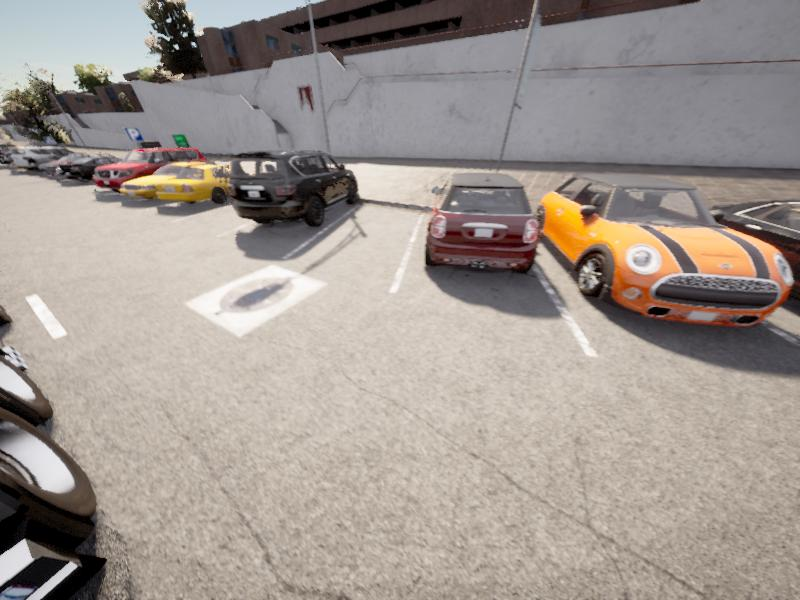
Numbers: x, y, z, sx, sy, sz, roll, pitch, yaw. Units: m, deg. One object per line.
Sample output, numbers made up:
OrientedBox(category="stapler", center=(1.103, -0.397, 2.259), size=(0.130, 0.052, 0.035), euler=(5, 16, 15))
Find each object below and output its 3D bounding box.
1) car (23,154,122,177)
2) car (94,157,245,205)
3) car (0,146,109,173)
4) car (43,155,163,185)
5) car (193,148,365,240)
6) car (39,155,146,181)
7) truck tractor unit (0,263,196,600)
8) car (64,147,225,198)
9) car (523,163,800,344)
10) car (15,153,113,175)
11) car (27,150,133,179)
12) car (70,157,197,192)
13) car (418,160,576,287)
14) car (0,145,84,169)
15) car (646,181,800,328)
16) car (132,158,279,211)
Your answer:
OrientedBox(category="car", center=(-29.271, -12.298, 20.963), size=(2.002, 1.452, 4.674), euler=(6, 35, 8))
OrientedBox(category="car", center=(-11.150, -6.366, 11.990), size=(1.946, 1.575, 5.366), euler=(6, 34, 8))
OrientedBox(category="car", center=(-34.466, -14.256, 23.320), size=(2.435, 2.045, 5.566), euler=(6, 35, 8))
OrientedBox(category="car", center=(-21.499, -9.809, 17.169), size=(2.097, 1.535, 5.008), euler=(5, 34, 9))
OrientedBox(category="car", center=(-3.344, -4.165, 8.270), size=(2.435, 2.045, 5.566), euler=(5, 34, 9))
OrientedBox(category="car", center=(-24.086, -10.618, 18.454), size=(2.002, 1.452, 4.674), euler=(6, 34, 8))
OrientedBox(category="truck tractor unit", center=(-5.112, -0.298, 0.793), size=(6.516, 4.208, 3.053), euler=(18, 39, 24))
OrientedBox(category="car", center=(-13.713, -7.497, 13.236), size=(2.435, 2.045, 5.566), euler=(6, 34, 8))
OrientedBox(category="car", center=(4.449, -1.516, 4.595), size=(2.185, 1.767, 4.553), euler=(6, 35, 8))
OrientedBox(category="car", center=(-31.874, -13.174, 22.231), size=(2.163, 1.488, 4.792), euler=(6, 35, 9))
OrientedBox(category="car", center=(-26.675, -11.611, 19.640), size=(2.185, 1.767, 4.553), euler=(6, 34, 8))
OrientedBox(category="car", center=(-16.308, -8.101, 14.650), size=(2.163, 1.488, 4.792), euler=(6, 34, 8))
OrientedBox(category="car", center=(1.837, -2.333, 5.791), size=(2.185, 1.767, 4.553), euler=(6, 34, 9))
OrientedBox(category="car", center=(-42.253, -16.799, 27.000), size=(2.435, 2.045, 5.566), euler=(6, 35, 8))
OrientedBox(category="car", center=(7.038, -0.545, 3.399), size=(2.231, 1.521, 4.892), euler=(6, 35, 8))
OrientedBox(category="car", center=(-8.498, -5.731, 11.041), size=(1.946, 1.575, 5.366), euler=(5, 34, 9))
